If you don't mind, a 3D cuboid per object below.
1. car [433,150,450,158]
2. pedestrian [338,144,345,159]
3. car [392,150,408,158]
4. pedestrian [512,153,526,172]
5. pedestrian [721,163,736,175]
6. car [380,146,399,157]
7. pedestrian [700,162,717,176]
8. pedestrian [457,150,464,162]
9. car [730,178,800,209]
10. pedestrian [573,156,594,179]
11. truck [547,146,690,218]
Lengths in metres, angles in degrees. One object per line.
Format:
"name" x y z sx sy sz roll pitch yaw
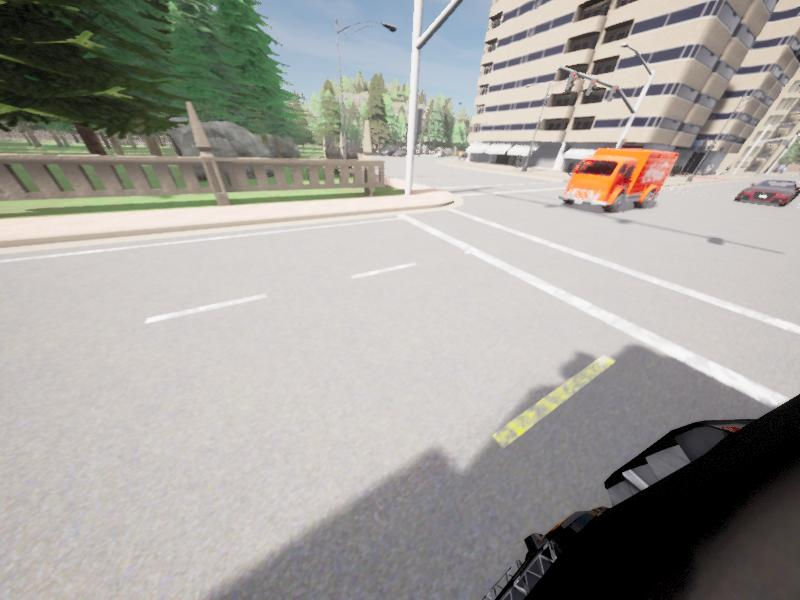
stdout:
"car" 10.892 -38.087 60.348 2.242 1.667 4.611 27 41 32
"pedestrian" -8.586 -21.761 33.905 0.751 1.860 0.751 -4 34 -10
"car" 0.006 -31.838 50.369 1.812 1.442 4.674 14 35 16
"pedestrian" 14.146 -16.457 27.588 0.751 1.860 0.751 0 34 -5
"pedestrian" 62.595 -24.970 44.008 0.751 1.860 0.751 -16 38 -26
"car" -2.330 -34.240 53.264 2.150 2.045 5.566 15 36 18
"pedestrian" 48.817 -20.685 36.565 0.751 1.860 0.751 -19 39 -29
"pedestrian" 11.205 -26.807 42.928 0.751 1.860 0.751 2 34 -1
"car" 23.384 -6.794 14.574 4.181 1.385 1.994 -15 37 -26
"pedestrian" 17.871 -12.904 22.520 0.751 1.860 0.751 -12 37 -22
"truck" 10.374 -5.798 11.122 5.204 2.467 2.627 -16 38 -25
